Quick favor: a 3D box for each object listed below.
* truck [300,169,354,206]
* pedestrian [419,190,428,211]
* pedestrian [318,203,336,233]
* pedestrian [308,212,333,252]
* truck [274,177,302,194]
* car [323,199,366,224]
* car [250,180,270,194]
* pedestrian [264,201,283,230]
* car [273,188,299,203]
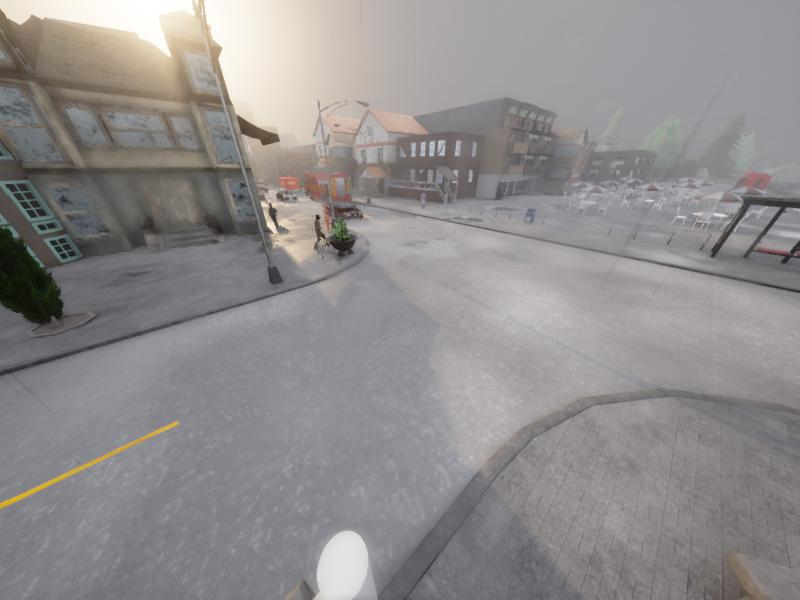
[{"bbox_3d":[-9.795,-15.110,30.558,2.891,3.827,8.468,-23,37,-34],"label":"truck"},{"bbox_3d":[2.438,-10.246,23.841,0.751,1.860,0.751,-3,30,-5],"label":"pedestrian"},{"bbox_3d":[-5.016,-5.658,15.897,0.751,1.860,0.751,0,30,1],"label":"pedestrian"},{"bbox_3d":[-4.298,-3.695,12.497,0.751,1.860,0.751,-24,38,-35],"label":"pedestrian"},{"bbox_3d":[-20.167,-20.642,41.502,2.627,2.467,5.204,-23,37,-34],"label":"truck"},{"bbox_3d":[-5.062,-8.103,20.879,1.994,1.385,4.181,-23,37,-34],"label":"car"},{"bbox_3d":[-25.235,-20.333,41.538,1.905,1.878,3.866,-23,37,-34],"label":"car"},{"bbox_3d":[-9.167,-6.126,16.727,0.751,1.860,0.751,-14,33,-23],"label":"pedestrian"},{"bbox_3d":[-15.734,-14.500,31.850,1.970,1.475,3.806,-23,37,-34],"label":"car"}]
